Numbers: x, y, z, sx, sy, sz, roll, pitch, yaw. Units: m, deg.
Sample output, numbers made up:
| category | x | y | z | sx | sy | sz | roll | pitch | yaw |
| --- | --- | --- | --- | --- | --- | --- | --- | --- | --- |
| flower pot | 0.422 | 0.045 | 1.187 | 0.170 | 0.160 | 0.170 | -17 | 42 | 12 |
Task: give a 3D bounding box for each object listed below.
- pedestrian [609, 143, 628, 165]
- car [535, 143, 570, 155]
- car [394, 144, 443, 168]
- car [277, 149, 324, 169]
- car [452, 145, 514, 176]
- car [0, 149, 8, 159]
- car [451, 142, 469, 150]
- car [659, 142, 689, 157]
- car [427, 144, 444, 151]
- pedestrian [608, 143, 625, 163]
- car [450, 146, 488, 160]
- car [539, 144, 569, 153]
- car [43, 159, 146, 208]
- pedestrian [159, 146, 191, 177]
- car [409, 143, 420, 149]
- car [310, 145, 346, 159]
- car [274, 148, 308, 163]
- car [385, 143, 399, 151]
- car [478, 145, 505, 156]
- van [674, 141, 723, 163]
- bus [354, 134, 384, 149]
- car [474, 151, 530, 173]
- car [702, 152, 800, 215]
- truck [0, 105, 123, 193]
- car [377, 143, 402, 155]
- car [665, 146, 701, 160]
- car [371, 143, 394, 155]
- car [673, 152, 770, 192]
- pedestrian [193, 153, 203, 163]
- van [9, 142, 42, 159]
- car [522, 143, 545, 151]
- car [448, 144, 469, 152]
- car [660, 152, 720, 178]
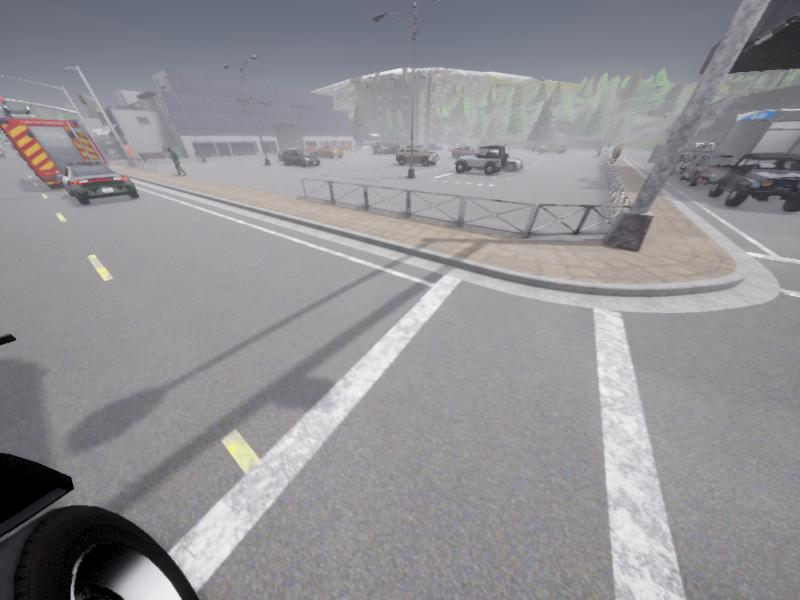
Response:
| category | x | y | z | sx | sy | sz | roll | pitch | yaw |
| --- | --- | --- | --- | --- | --- | --- | --- | --- | --- |
| pedestrian | 22.379 | -14.952 | 23.695 | 0.751 | 1.860 | 0.751 | 21 | 40 | 28 |
| car | 28.383 | -28.176 | 43.056 | 5.027 | 1.636 | 2.152 | 21 | 40 | 28 |
| car | 1.798 | -14.971 | 23.922 | 4.605 | 1.855 | 1.932 | 21 | 40 | 28 |
| car | -10.382 | -14.765 | 24.139 | 4.514 | 1.523 | 2.007 | 21 | 40 | 28 |
| car | 6.355 | -10.916 | 17.964 | 3.866 | 1.878 | 1.905 | 21 | 40 | 28 |
| car | -72.866 | -26.257 | 41.595 | 4.892 | 1.490 | 1.837 | 22 | 40 | 29 |
| car | 18.077 | -46.536 | 69.689 | 4.605 | 1.855 | 1.932 | 21 | 40 | 28 |
| car | 42.495 | -23.438 | 35.972 | 1.905 | 1.878 | 3.866 | 22 | 41 | 29 |
| car | 8.816 | -37.995 | 57.582 | 3.633 | 1.501 | 1.845 | 21 | 40 | 28 |
| pedestrian | 24.377 | -16.608 | 26.061 | 0.751 | 1.860 | 0.751 | 22 | 40 | 28 |
| car | 9.531 | -20.428 | 32.055 | 4.514 | 1.523 | 2.007 | 21 | 40 | 28 |
| car | 30.141 | -29.659 | 45.191 | 4.514 | 1.523 | 2.007 | 21 | 40 | 28 |
| car | -14.923 | -5.826 | 11.270 | 4.974 | 1.542 | 2.038 | 22 | 40 | 29 |
| pedestrian | -16.289 | -10.046 | 16.788 | 0.751 | 1.860 | 0.751 | -4 | 35 | -5 |
| car | 4.867 | -51.903 | 77.937 | 1.816 | 1.474 | 4.193 | 21 | 40 | 28 |
| car | -10.635 | -21.987 | 34.325 | 5.027 | 1.636 | 2.152 | 21 | 40 | 28 |
| car | -14.053 | -18.805 | 29.911 | 3.806 | 1.475 | 1.970 | 21 | 40 | 28 |
| car | -2.084 | -42.906 | 64.691 | 1.905 | 1.878 | 3.866 | 21 | 40 | 28 |
| car | 15.301 | -25.089 | 38.751 | 3.633 | 1.501 | 1.845 | 21 | 40 | 28 |
| van | 35.044 | -17.488 | 27.326 | 2.069 | 2.038 | 4.480 | 22 | 39 | 29 |
| bus | -11.001 | -56.354 | 82.169 | 10.273 | 4.253 | 3.944 | 21 | 40 | 28 |
| car | 8.766 | -12.047 | 20.066 | 3.806 | 1.475 | 1.970 | 21 | 40 | 28 |
| car | 15.611 | -5.156 | 9.914 | 1.905 | 1.878 | 3.866 | 22 | 40 | 29 |
| truck | -22.216 | -9.649 | 14.878 | 8.468 | 3.827 | 2.891 | 22 | 40 | 28 |
| car | -1.963 | -29.539 | 45.022 | 4.605 | 1.855 | 1.932 | 21 | 40 | 28 |
| car | 38.733 | -20.249 | 31.734 | 2.007 | 1.525 | 4.514 | 22 | 40 | 29 |
| car | -3.293 | -28.059 | 42.865 | 3.866 | 1.878 | 1.905 | 21 | 40 | 28 |
| car | 19.347 | -8.065 | 14.299 | 2.033 | 1.649 | 4.856 | 22 | 40 | 29 |
| pedestrian | -26.502 | -18.651 | 30.337 | 0.500 | 1.100 | 0.500 | 21 | 40 | 28 |
| van | -68.400 | -27.375 | 42.203 | 5.915 | 2.561 | 1.988 | 22 | 40 | 29 |
| car | 34.831 | -39.935 | 60.276 | 4.792 | 1.488 | 2.163 | 21 | 40 | 28 |
| car | 13.183 | -34.201 | 52.060 | 3.806 | 1.475 | 1.970 | 21 | 40 | 28 |
| car | 23.006 | -10.961 | 18.567 | 1.970 | 1.475 | 3.806 | 22 | 40 | 29 |
